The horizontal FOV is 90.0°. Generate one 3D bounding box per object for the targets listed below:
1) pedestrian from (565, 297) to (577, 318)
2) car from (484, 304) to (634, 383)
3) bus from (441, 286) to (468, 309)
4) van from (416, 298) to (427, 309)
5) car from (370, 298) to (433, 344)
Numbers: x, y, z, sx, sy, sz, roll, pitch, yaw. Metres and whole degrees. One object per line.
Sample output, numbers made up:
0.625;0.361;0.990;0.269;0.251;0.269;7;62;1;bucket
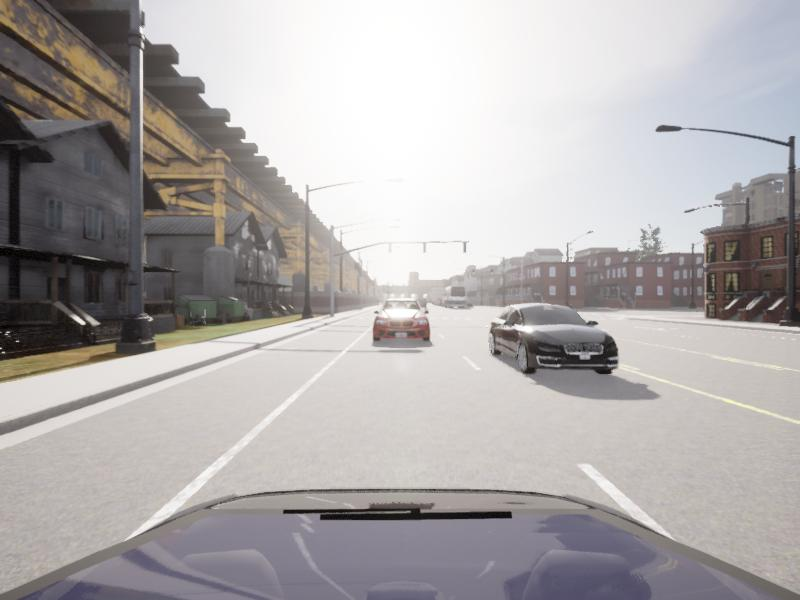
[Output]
14.770;0.644;34.591;0.751;1.860;0.751;0;0;-4;pedestrian
3.537;0.848;10.059;1.837;1.490;4.892;0;0;0;car
10.719;-0.514;79.414;3.944;4.253;10.273;0;0;0;bus
3.805;0.612;71.068;1.775;1.987;4.442;0;0;0;van
0.065;0.759;16.755;2.242;1.667;4.611;0;0;0;car
